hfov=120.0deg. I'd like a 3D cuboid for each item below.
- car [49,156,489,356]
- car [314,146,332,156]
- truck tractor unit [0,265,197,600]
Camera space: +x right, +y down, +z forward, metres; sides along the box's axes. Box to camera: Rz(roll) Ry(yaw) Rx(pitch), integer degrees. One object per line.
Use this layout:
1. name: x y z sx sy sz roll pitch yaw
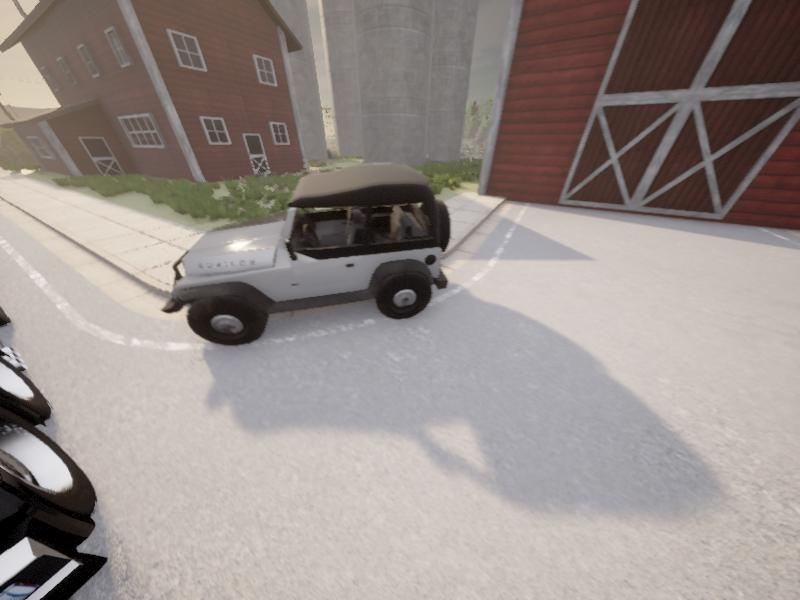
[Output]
1. car: -1.131 -0.847 3.489 3.866 1.878 1.905 -8 41 -10
2. car: -18.793 -36.553 56.557 1.905 1.878 3.866 19 38 25
3. truck tractor unit: -5.113 -0.296 0.794 6.516 4.208 3.053 18 38 24
